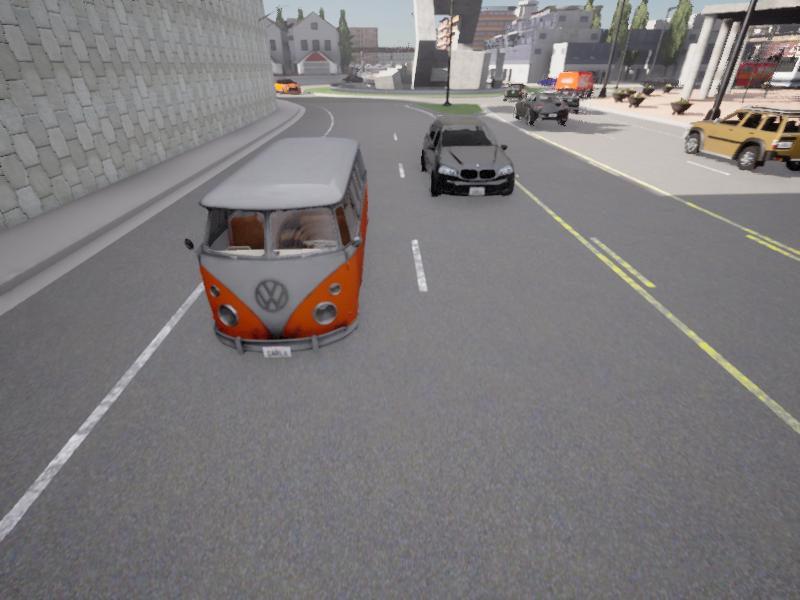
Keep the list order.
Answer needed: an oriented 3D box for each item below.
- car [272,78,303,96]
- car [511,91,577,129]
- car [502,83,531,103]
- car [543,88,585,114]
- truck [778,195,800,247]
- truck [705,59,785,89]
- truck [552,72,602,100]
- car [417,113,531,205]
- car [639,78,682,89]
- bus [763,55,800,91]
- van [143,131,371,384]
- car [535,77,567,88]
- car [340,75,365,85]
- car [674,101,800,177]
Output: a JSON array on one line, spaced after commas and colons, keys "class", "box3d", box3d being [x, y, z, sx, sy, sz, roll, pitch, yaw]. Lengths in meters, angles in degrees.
[{"class": "car", "box3d": [-13.906, -26.327, 49.258, 2.097, 1.767, 4.553, -18, 35, -28]}, {"class": "car", "box3d": [8.523, -11.630, 24.266, 2.152, 1.651, 5.027, 0, 30, 1]}, {"class": "car", "box3d": [11.563, -20.556, 39.591, 1.789, 1.549, 3.705, 13, 33, 22]}, {"class": "car", "box3d": [12.356, -15.152, 30.349, 1.789, 1.549, 3.705, 2, 30, 3]}, {"class": "truck", "box3d": [9.134, -1.050, 5.338, 2.627, 2.467, 5.204, -1, 30, -2]}, {"class": "truck", "box3d": [51.616, -33.893, 60.088, 8.468, 3.827, 2.891, -2, 30, -3]}, {"class": "truck", "box3d": [18.932, -22.937, 42.745, 2.627, 2.467, 5.204, 26, 39, 37]}, {"class": "car", "box3d": [1.830, -4.299, 11.693, 2.242, 1.667, 4.611, -1, 30, -2]}, {"class": "car", "box3d": [39.234, -32.681, 60.339, 4.892, 1.490, 1.837, 2, 30, 4]}, {"class": "bus", "box3d": [59.708, -32.606, 57.455, 10.273, 4.253, 3.944, -2, 30, -3]}, {"class": "van", "box3d": [-1.400, -1.079, 5.871, 1.775, 1.987, 4.442, -1, 31, -2]}, {"class": "car", "box3d": [24.918, -35.998, 66.083, 1.812, 1.442, 4.674, -18, 35, -28]}, {"class": "car", "box3d": [-9.042, -41.756, 75.912, 1.837, 1.490, 4.892, 20, 36, 30]}, {"class": "car", "box3d": [12.259, -5.763, 13.969, 1.932, 1.855, 4.605, 0, 29, -1]}]
